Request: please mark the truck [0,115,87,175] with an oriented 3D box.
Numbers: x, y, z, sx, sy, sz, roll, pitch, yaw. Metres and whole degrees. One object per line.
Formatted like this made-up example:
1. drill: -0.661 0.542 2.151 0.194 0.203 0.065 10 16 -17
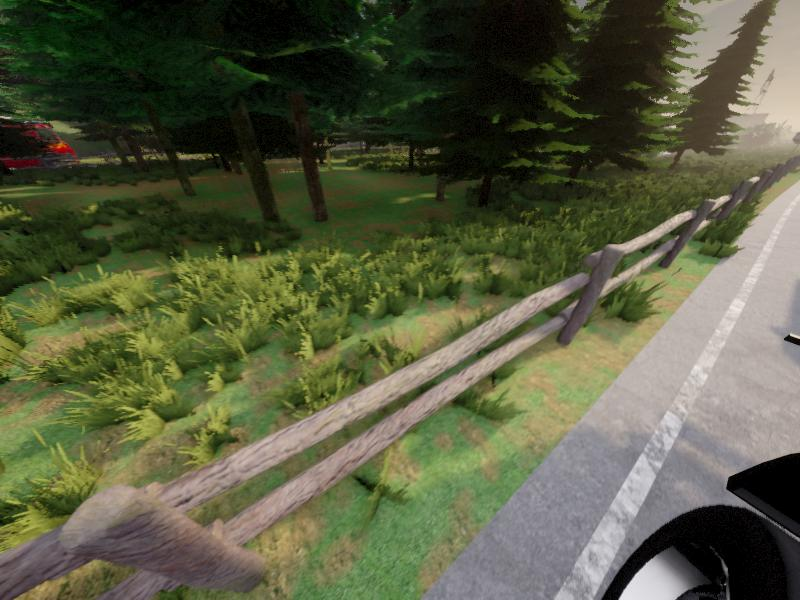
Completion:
1. truck: -32.788 -12.177 18.180 2.891 3.827 8.468 12 37 17
